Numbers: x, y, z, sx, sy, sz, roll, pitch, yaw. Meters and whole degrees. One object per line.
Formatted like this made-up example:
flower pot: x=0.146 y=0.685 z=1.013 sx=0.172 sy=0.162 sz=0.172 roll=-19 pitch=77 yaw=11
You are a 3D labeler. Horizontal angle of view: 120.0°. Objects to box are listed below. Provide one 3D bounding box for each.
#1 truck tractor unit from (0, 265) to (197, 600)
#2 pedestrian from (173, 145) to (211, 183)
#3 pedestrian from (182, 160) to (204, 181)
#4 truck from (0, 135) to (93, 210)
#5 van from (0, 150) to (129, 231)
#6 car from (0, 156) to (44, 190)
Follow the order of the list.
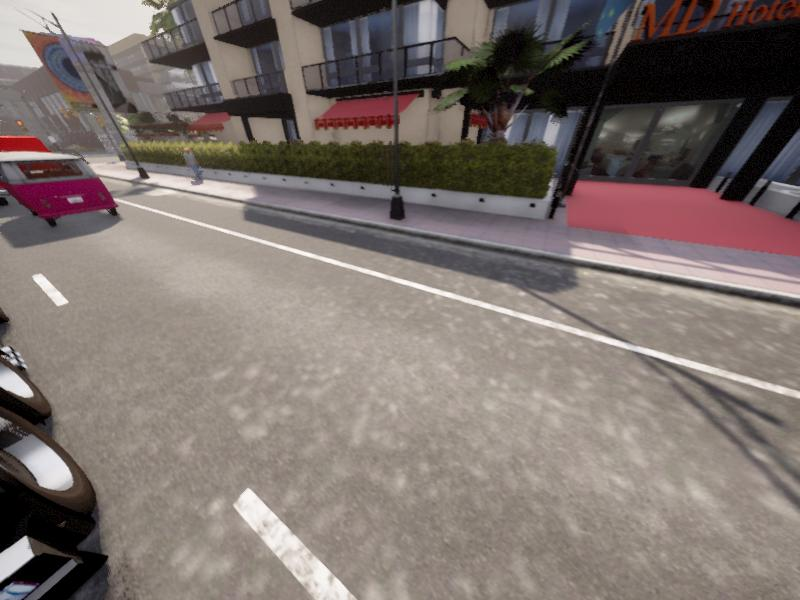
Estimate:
truck tractor unit: x=-5.120 y=-0.289 z=0.788 sx=6.516 sy=4.208 sz=3.053 roll=18 pitch=39 yaw=24
pedestrian: x=-12.252 y=-8.008 z=13.645 sx=0.751 sy=1.860 sz=0.751 roll=13 pitch=37 yaw=19
pedestrian: x=-13.109 y=-8.238 z=14.645 sx=0.500 sy=1.100 sz=0.500 roll=18 pitch=39 yaw=25
truck: x=-17.678 y=-5.981 z=10.548 sx=5.204 sy=2.467 sz=2.627 roll=18 pitch=39 yaw=24
van: x=-12.210 y=-4.002 z=8.094 sx=4.442 sy=1.987 sz=1.775 roll=18 pitch=39 yaw=24
car: x=-24.040 y=-7.641 z=13.853 sx=3.806 sy=1.475 sz=1.970 roll=18 pitch=39 yaw=24
